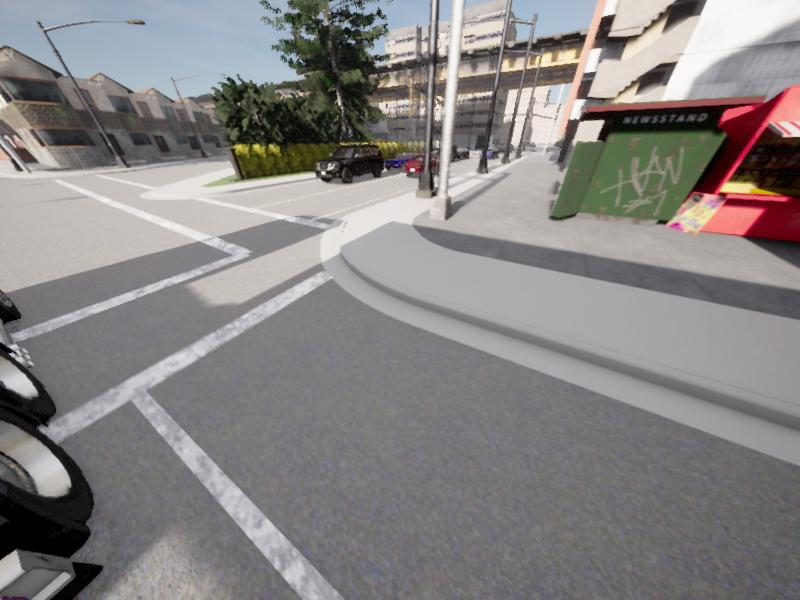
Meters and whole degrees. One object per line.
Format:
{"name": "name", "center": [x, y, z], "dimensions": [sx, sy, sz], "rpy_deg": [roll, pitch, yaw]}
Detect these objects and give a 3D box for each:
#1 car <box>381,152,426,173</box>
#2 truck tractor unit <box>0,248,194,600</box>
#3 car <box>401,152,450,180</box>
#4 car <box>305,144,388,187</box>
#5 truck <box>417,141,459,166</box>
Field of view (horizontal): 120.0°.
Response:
{"name": "car", "center": [0.446, -12.619, 21.093], "dimensions": [1.895, 1.301, 4.718], "rpy_deg": [18, 39, 25]}
{"name": "truck tractor unit", "center": [-5.087, -0.324, 0.817], "dimensions": [6.516, 4.208, 3.053], "rpy_deg": [19, 39, 25]}
{"name": "car", "center": [2.021, -10.281, 17.535], "dimensions": [1.812, 1.442, 4.674], "rpy_deg": [18, 39, 25]}
{"name": "car", "center": [-3.238, -9.299, 15.679], "dimensions": [2.150, 2.045, 5.566], "rpy_deg": [18, 39, 25]}
{"name": "truck", "center": [4.508, -16.930, 26.570], "dimensions": [2.390, 2.098, 6.274], "rpy_deg": [18, 39, 25]}
